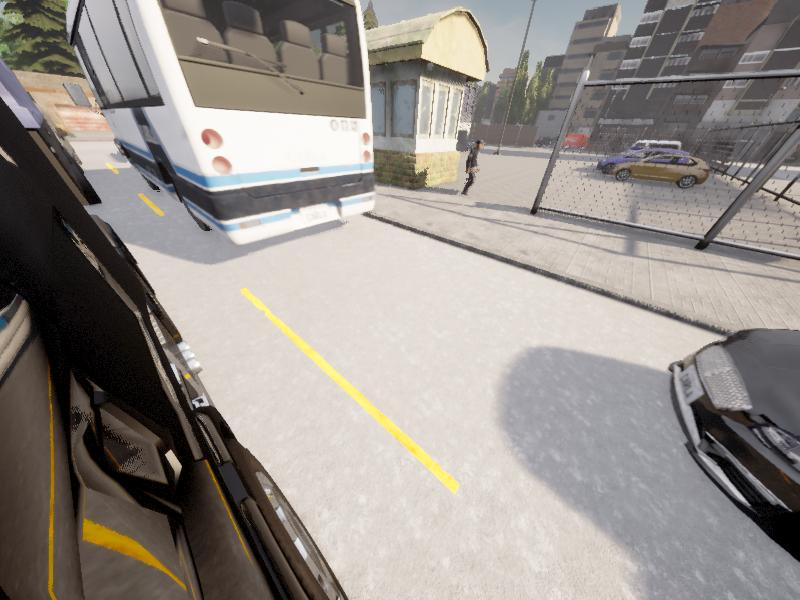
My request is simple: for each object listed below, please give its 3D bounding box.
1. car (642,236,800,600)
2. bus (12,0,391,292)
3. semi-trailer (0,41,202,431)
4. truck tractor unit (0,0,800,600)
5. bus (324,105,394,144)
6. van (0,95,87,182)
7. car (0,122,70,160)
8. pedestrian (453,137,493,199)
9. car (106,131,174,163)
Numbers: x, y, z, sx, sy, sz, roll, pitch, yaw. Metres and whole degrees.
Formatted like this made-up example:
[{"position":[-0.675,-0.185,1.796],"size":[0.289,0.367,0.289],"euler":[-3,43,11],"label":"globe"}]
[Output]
[{"position":[4.459,1.471,0.695],"size":[4.902,1.511,2.128],"euler":[26,43,28],"label":"car"},{"position":[-5.375,-4.820,6.195],"size":[10.273,4.253,3.944],"euler":[29,44,31],"label":"bus"},{"position":[-8.708,-3.599,4.216],"size":[14.254,4.402,2.717],"euler":[28,44,30],"label":"semi-trailer"},{"position":[-2.645,-0.295,0.351],"size":[6.516,4.208,3.053],"euler":[28,44,30],"label":"truck tractor unit"},{"position":[-5.917,-26.915,35.699],"size":[3.944,4.253,10.273],"euler":[28,44,30],"label":"bus"},{"position":[-16.117,-7.081,9.987],"size":[5.915,2.561,1.988],"euler":[30,44,31],"label":"van"},{"position":[-21.606,-9.226,13.319],"size":[3.705,1.549,1.789],"euler":[21,40,23],"label":"car"},{"position":[2.654,-4.834,8.506],"size":[0.751,1.860,0.751],"euler":[31,45,32],"label":"pedestrian"},{"position":[-16.289,-9.641,14.423],"size":[4.718,1.301,1.895],"euler":[29,44,31],"label":"car"}]
